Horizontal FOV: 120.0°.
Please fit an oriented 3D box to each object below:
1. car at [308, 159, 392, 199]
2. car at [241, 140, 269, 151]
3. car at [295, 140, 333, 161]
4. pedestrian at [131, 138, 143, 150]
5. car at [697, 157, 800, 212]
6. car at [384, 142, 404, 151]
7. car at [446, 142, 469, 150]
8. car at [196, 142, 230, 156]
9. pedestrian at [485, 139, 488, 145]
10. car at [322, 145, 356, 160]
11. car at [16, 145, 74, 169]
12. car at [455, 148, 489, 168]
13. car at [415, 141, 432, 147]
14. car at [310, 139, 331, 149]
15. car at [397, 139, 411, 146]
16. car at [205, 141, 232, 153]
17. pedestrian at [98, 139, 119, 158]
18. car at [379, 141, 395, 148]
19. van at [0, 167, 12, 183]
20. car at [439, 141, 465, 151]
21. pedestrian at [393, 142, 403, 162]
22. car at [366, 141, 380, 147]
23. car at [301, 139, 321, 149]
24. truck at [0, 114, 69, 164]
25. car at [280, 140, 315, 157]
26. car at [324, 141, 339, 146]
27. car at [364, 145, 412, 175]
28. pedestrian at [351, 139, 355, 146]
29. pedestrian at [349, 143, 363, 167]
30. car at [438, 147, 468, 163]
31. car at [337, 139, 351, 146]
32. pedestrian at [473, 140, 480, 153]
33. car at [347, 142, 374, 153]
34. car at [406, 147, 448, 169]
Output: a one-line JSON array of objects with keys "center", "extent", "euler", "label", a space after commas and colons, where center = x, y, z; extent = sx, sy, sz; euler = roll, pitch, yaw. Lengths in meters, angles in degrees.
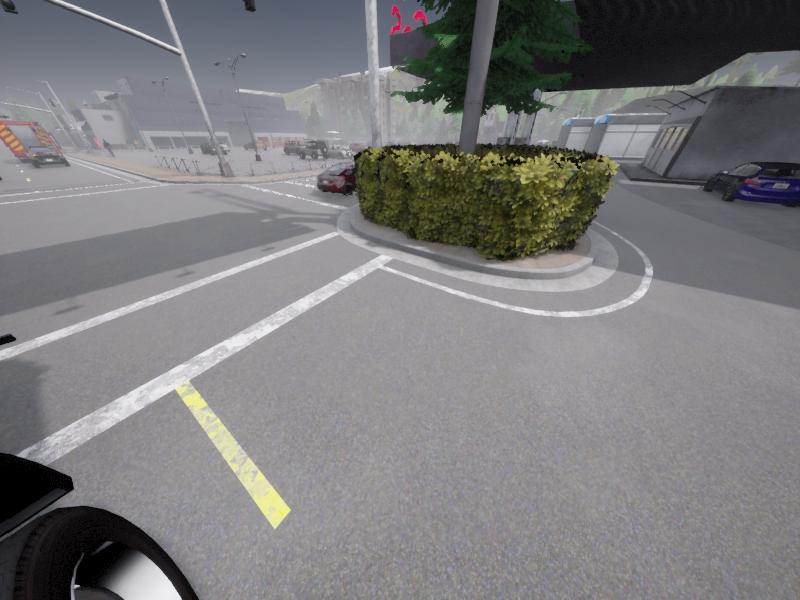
[{"center": [-2.507, -6.750, 12.626], "extent": [1.994, 1.385, 4.181], "euler": [22, 41, 28], "label": "car"}, {"center": [-27.214, -29.028, 43.369], "extent": [5.027, 1.636, 2.152], "euler": [22, 41, 28], "label": "car"}, {"center": [-10.164, -17.688, 27.256], "extent": [3.866, 1.878, 1.905], "euler": [22, 41, 28], "label": "car"}, {"center": [-52.408, -31.066, 46.039], "extent": [0.751, 1.860, 0.751], "euler": [23, 41, 29], "label": "pedestrian"}, {"center": [17.423, -5.820, 11.299], "extent": [2.242, 1.667, 4.611], "euler": [22, 41, 28], "label": "car"}, {"center": [-1.296, -31.964, 48.006], "extent": [3.633, 1.501, 1.845], "euler": [22, 41, 28], "label": "car"}, {"center": [13.521, -36.471, 54.543], "extent": [4.514, 1.523, 2.007], "euler": [22, 41, 28], "label": "car"}, {"center": [-26.925, -21.719, 33.246], "extent": [4.514, 1.523, 2.007], "euler": [22, 41, 28], "label": "car"}, {"center": [33.597, -61.426, 89.682], "extent": [0.751, 1.860, 0.751], "euler": [-10, 36, -14], "label": "pedestrian"}, {"center": [-7.764, -18.818, 29.370], "extent": [3.806, 1.475, 1.970], "euler": [22, 41, 28], "label": "car"}, {"center": [-31.420, -12.710, 20.411], "extent": [4.974, 1.542, 2.038], "euler": [22, 41, 28], "label": "car"}, {"center": [7.589, -15.015, 24.337], "extent": [1.816, 1.474, 4.193], "euler": [22, 41, 28], "label": "car"}, {"center": [7.701, -50.975, 75.388], "extent": [4.792, 1.488, 2.163], "euler": [22, 40, 27], "label": "car"}, {"center": [-18.580, -36.601, 54.083], "extent": [4.605, 1.855, 1.932], "euler": [22, 41, 28], "label": "car"}, {"center": [1.369, -53.646, 78.789], "extent": [4.605, 1.855, 1.932], "euler": [22, 40, 27], "label": "car"}, {"center": [-30.617, -25.836, 38.950], "extent": [3.806, 1.475, 1.970], "euler": [22, 41, 28], "label": "car"}, {"center": [-34.917, -18.213, 27.697], "extent": [0.751, 1.860, 0.751], "euler": [27, 43, 33], "label": "pedestrian"}, {"center": [-3.462, -41.203, 61.220], "extent": [3.806, 1.475, 1.970], "euler": [22, 41, 28], "label": "car"}, {"center": [-25.503, -8.016, 13.348], "extent": [4.480, 2.038, 2.069], "euler": [19, 39, 24], "label": "van"}, {"center": [11.771, -34.985, 52.404], "extent": [5.027, 1.636, 2.152], "euler": [22, 41, 28], "label": "car"}, {"center": [-0.217, -16.628, 25.931], "extent": [0.751, 1.860, 0.751], "euler": [21, 40, 27], "label": "pedestrian"}, {"center": [-7.849, -45.076, 66.670], "extent": [3.633, 1.501, 1.845], "euler": [22, 41, 28], "label": "car"}, {"center": [-19.902, -35.113, 51.926], "extent": [3.866, 1.878, 1.905], "euler": [22, 41, 28], "label": "car"}, {"center": [-38.715, -16.620, 23.920], "extent": [8.468, 3.827, 2.891], "euler": [22, 41, 28], "label": "truck"}, {"center": [-14.743, -21.829, 33.138], "extent": [4.605, 1.855, 1.932], "euler": [22, 41, 28], "label": "car"}, {"center": [-22.160, -50.712, 74.773], "extent": [1.816, 1.474, 4.193], "euler": [22, 41, 28], "label": "car"}, {"center": [-0.882, -11.790, 19.339], "extent": [1.905, 1.878, 3.866], "euler": [22, 41, 28], "label": "car"}, {"center": [-14.735, -49.557, 72.553], "extent": [0.751, 1.860, 0.751], "euler": [19, 39, 25], "label": "pedestrian"}, {"center": [-4.037, -13.451, 21.395], "extent": [0.751, 1.860, 0.751], "euler": [22, 40, 28], "label": "pedestrian"}, {"center": [6.480, -17.609, 28.011], "extent": [1.970, 1.475, 3.806], "euler": [22, 41, 28], "label": "car"}, {"center": [-17.970, -50.793, 74.583], "extent": [1.905, 1.878, 3.866], "euler": [22, 41, 28], "label": "car"}, {"center": [14.177, -28.453, 42.819], "extent": [0.751, 1.860, 0.751], "euler": [22, 41, 28], "label": "pedestrian"}, {"center": [-7.041, -27.292, 41.296], "extent": [4.514, 1.523, 2.007], "euler": [22, 41, 28], "label": "car"}, {"center": [2.837, -14.706, 23.733], "extent": [2.033, 1.649, 4.856], "euler": [22, 41, 28], "label": "car"}]
